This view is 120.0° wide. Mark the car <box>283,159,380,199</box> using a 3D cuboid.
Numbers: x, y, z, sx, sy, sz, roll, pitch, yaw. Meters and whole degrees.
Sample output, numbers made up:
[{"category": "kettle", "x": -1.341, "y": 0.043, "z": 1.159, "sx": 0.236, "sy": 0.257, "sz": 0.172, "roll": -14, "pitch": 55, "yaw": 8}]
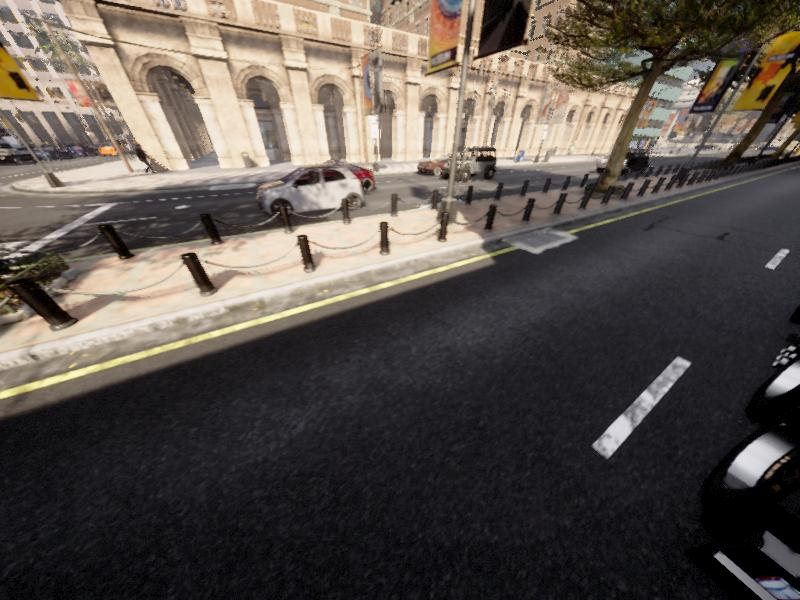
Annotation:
[{"category": "car", "x": -3.359, "y": -6.269, "z": 11.773, "sx": 4.181, "sy": 1.385, "sz": 1.994, "roll": -18, "pitch": 39, "yaw": -24}]

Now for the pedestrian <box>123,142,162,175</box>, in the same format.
[{"category": "pedestrian", "x": -17.423, "y": -9.594, "z": 15.694, "sx": 0.751, "sy": 1.860, "sz": 0.751, "roll": -3, "pitch": 35, "yaw": -5}]

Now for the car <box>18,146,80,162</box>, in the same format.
[{"category": "car", "x": -41.809, "y": -17.625, "z": 27.745, "sx": 2.033, "sy": 1.411, "sz": 5.357, "roll": -18, "pitch": 39, "yaw": -24}]

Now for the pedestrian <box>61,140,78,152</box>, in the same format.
[{"category": "pedestrian", "x": -60.371, "y": -28.105, "z": 42.193, "sx": 0.751, "sy": 1.860, "sz": 0.751, "roll": -14, "pitch": 37, "yaw": -19}]

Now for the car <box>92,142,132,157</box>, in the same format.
[{"category": "car", "x": -42.250, "y": -22.263, "z": 34.052, "sx": 2.097, "sy": 1.767, "sz": 4.553, "roll": -18, "pitch": 39, "yaw": -24}]

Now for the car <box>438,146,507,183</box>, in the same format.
[{"category": "car", "x": 4.809, "y": -9.146, "z": 15.514, "sx": 3.866, "sy": 1.878, "sz": 1.905, "roll": -18, "pitch": 39, "yaw": -24}]

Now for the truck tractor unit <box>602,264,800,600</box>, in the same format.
[{"category": "truck tractor unit", "x": 5.111, "y": -0.303, "z": 0.780, "sx": 6.516, "sy": 4.208, "sz": 3.053, "roll": -18, "pitch": 39, "yaw": -24}]

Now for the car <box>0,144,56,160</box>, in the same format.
[{"category": "car", "x": -46.897, "y": -18.751, "z": 29.204, "sx": 2.007, "sy": 1.525, "sz": 4.514, "roll": -18, "pitch": 39, "yaw": -24}]

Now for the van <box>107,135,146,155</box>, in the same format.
[{"category": "van", "x": -45.836, "y": -26.137, "z": 38.934, "sx": 1.988, "sy": 2.561, "sz": 5.915, "roll": -18, "pitch": 39, "yaw": -24}]

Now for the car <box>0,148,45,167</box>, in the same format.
[{"category": "car", "x": -38.263, "y": -14.031, "z": 22.698, "sx": 1.895, "sy": 1.301, "sz": 4.718, "roll": -18, "pitch": 39, "yaw": -24}]

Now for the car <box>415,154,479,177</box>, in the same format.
[{"category": "car", "x": 3.700, "y": -10.688, "z": 18.232, "sx": 4.718, "sy": 1.301, "sz": 1.895, "roll": -18, "pitch": 39, "yaw": -24}]

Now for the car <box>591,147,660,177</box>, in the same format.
[{"category": "car", "x": 17.983, "y": -11.124, "z": 18.474, "sx": 4.605, "sy": 1.855, "sz": 1.932, "roll": -18, "pitch": 39, "yaw": -24}]

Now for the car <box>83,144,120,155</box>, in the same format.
[{"category": "car", "x": -49.166, "y": -24.974, "z": 38.239, "sx": 2.033, "sy": 1.411, "sz": 5.357, "roll": -18, "pitch": 39, "yaw": -24}]

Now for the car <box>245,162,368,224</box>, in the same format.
[{"category": "car", "x": -3.282, "y": -4.057, "z": 8.455, "sx": 3.633, "sy": 1.501, "sz": 1.845, "roll": -18, "pitch": 39, "yaw": -24}]

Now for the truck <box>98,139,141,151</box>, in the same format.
[{"category": "truck", "x": -59.301, "y": -32.978, "z": 49.030, "sx": 2.390, "sy": 2.098, "sz": 6.274, "roll": -7, "pitch": 35, "yaw": -10}]

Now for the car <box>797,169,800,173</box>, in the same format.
[{"category": "car", "x": 38.691, "y": -12.499, "z": 20.824, "sx": 5.238, "sy": 1.638, "sz": 1.930, "roll": -18, "pitch": 39, "yaw": -24}]

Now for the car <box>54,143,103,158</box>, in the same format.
[{"category": "car", "x": -45.419, "y": -21.299, "z": 32.792, "sx": 2.152, "sy": 1.651, "sz": 5.027, "roll": -18, "pitch": 39, "yaw": -24}]

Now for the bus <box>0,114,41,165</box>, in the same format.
[{"category": "bus", "x": -42.349, "y": -15.436, "z": 22.097, "sx": 3.944, "sy": 4.253, "sz": 10.273, "roll": -18, "pitch": 39, "yaw": -24}]
